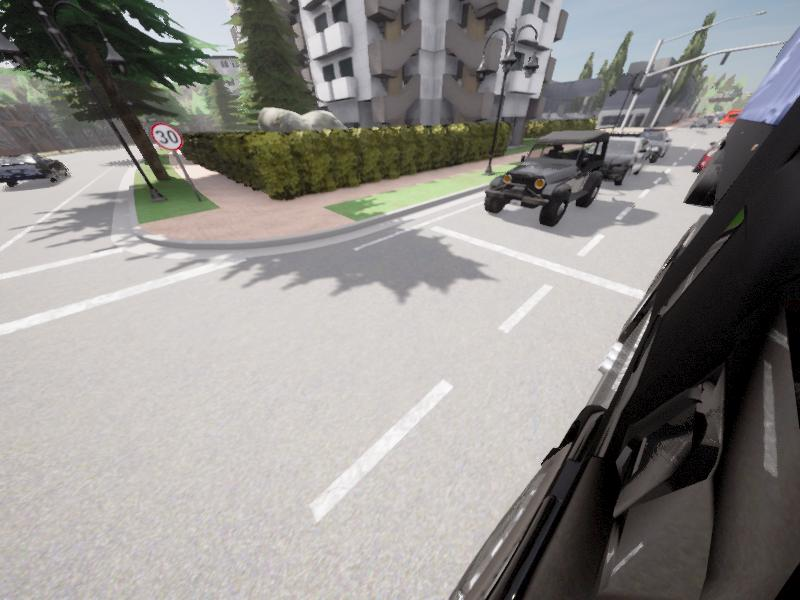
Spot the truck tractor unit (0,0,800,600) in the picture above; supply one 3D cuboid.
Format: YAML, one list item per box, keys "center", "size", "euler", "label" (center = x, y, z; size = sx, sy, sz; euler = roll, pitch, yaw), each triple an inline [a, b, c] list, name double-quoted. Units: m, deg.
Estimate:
- center: [2.645, -0.295, 0.351]
  size: [6.516, 4.208, 3.053]
  euler: [-28, 44, -30]
  label: "truck tractor unit"

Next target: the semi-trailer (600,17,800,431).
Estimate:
- center: [8.577, -3.672, 4.361]
  size: [14.254, 4.402, 2.717]
  euler: [-30, 45, -31]
  label: "semi-trailer"

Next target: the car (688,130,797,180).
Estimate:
- center: [14.976, -6.566, 10.301]
  size: [3.806, 1.475, 1.970]
  euler: [-30, 45, -31]
  label: "car"

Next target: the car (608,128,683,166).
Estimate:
- center: [14.852, -9.374, 13.961]
  size: [4.974, 1.542, 2.038]
  euler: [-29, 45, -32]
  label: "car"

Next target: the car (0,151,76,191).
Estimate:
- center: [-21.978, -7.884, 13.804]
  size: [2.033, 1.411, 5.357]
  euler: [-29, 45, -31]
  label: "car"

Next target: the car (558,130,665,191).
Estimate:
- center: [9.125, -6.148, 9.894]
  size: [5.238, 1.638, 1.930]
  euler: [-30, 45, -31]
  label: "car"

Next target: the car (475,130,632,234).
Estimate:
- center: [4.247, -3.529, 6.474]
  size: [3.866, 1.878, 1.905]
  euler: [-28, 44, -30]
  label: "car"

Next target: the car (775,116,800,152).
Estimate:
- center: [27.469, -11.012, 15.221]
  size: [4.605, 1.855, 1.932]
  euler: [-30, 45, -31]
  label: "car"

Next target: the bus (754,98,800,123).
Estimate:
- center: [93.296, -46.848, 57.254]
  size: [10.273, 4.253, 3.944]
  euler: [-30, 45, -32]
  label: "bus"

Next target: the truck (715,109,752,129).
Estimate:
- center: [56.946, -30.958, 39.564]
  size: [5.204, 2.467, 2.627]
  euler: [-30, 45, -31]
  label: "truck"
